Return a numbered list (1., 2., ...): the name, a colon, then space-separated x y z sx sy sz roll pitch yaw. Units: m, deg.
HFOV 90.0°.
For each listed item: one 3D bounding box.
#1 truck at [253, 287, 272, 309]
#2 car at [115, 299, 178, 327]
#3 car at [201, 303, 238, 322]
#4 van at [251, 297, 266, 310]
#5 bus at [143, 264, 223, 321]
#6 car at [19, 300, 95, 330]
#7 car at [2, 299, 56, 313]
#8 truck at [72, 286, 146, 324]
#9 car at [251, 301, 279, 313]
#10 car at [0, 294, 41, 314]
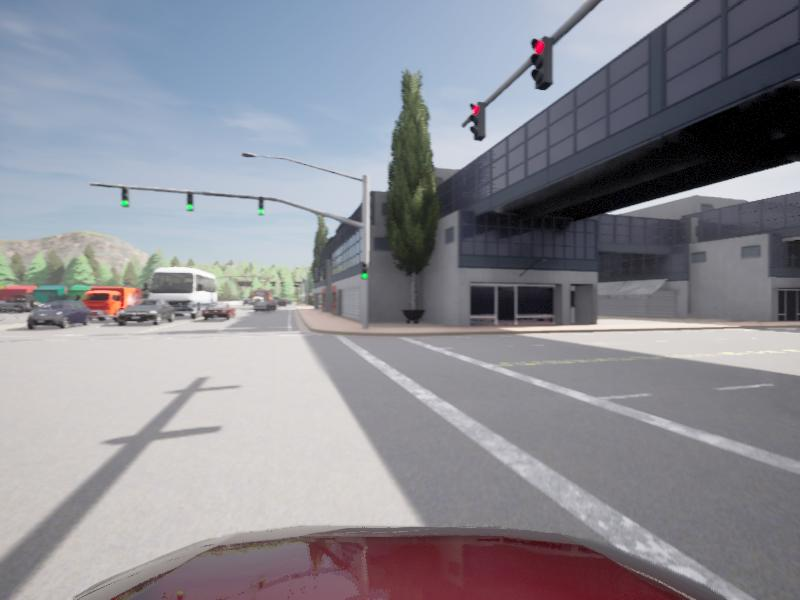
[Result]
1. truck: -26.236 -0.346 76.431 2.891 3.827 8.468 0 0 -15
2. car: -16.209 0.747 25.875 2.152 1.651 5.027 0 0 -17
3. car: -14.111 0.923 31.496 1.895 1.301 4.718 0 0 -15
4. van: -23.738 0.553 67.137 2.069 2.038 4.480 0 0 -15
5. bus: -18.676 -0.568 35.413 3.944 4.253 10.273 0 0 -15
6. car: -18.765 0.780 22.121 1.845 1.501 3.633 0 0 -16
7. car: -39.940 0.635 43.142 3.806 1.475 1.970 0 0 -17
8. truck: -20.601 0.310 28.664 2.627 2.467 5.204 0 0 -15
9. car: -17.278 0.881 51.462 2.033 1.411 5.357 0 0 -3
10. car: -39.124 0.396 40.364 3.866 1.878 1.905 0 0 -17
